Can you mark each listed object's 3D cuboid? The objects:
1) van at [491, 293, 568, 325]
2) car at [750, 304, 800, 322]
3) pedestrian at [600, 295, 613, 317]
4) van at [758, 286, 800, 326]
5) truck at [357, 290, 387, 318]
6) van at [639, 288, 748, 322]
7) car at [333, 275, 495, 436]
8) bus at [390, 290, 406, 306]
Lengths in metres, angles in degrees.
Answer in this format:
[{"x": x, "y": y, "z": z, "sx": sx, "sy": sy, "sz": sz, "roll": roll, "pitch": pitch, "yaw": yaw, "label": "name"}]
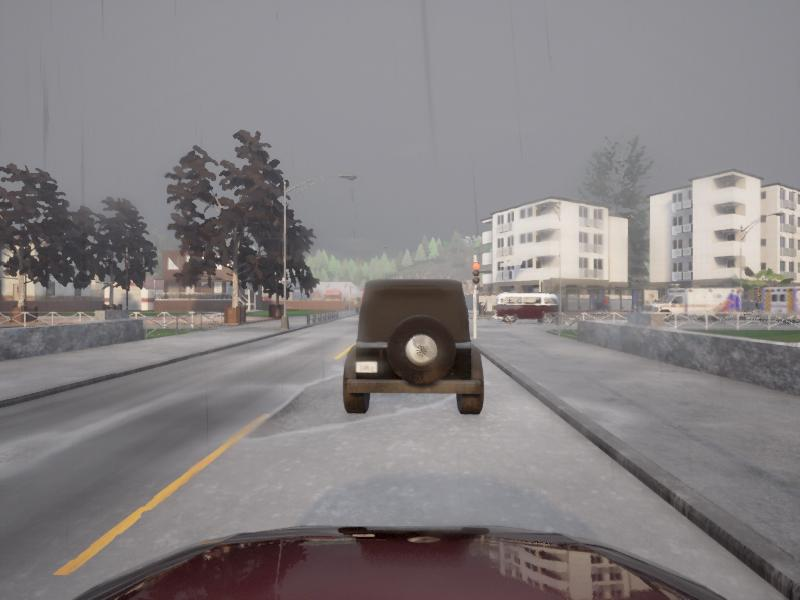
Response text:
[{"x": 8.479, "y": 0.571, "z": 26.559, "sx": 4.480, "sy": 2.038, "sz": 2.069, "roll": 0, "pitch": 1, "yaw": 5, "label": "van"}, {"x": 29.156, "y": 0.944, "z": 29.630, "sx": 4.718, "sy": 1.301, "sz": 1.895, "roll": 0, "pitch": 0, "yaw": 2, "label": "car"}, {"x": 18.296, "y": 0.524, "z": 35.465, "sx": 0.751, "sy": 1.860, "sz": 0.751, "roll": 0, "pitch": 0, "yaw": -6, "label": "pedestrian"}, {"x": 27.265, "y": 0.378, "z": 25.675, "sx": 6.366, "sy": 2.431, "sz": 2.351, "roll": 0, "pitch": 0, "yaw": 2, "label": "van"}, {"x": -2.546, "y": 0.360, "z": 37.573, "sx": 2.627, "sy": 2.467, "sz": 5.204, "roll": 0, "pitch": 0, "yaw": -2, "label": "truck"}, {"x": 21.752, "y": 0.378, "z": 29.883, "sx": 6.366, "sy": 2.431, "sz": 2.351, "roll": 0, "pitch": 0, "yaw": 2, "label": "van"}, {"x": 0.220, "y": 0.646, "z": 6.640, "sx": 1.905, "sy": 1.878, "sz": 3.866, "roll": 0, "pitch": 0, "yaw": 2, "label": "car"}, {"x": -0.331, "y": -0.539, "z": 106.982, "sx": 3.944, "sy": 4.253, "sz": 10.273, "roll": 0, "pitch": 0, "yaw": 2, "label": "bus"}]
